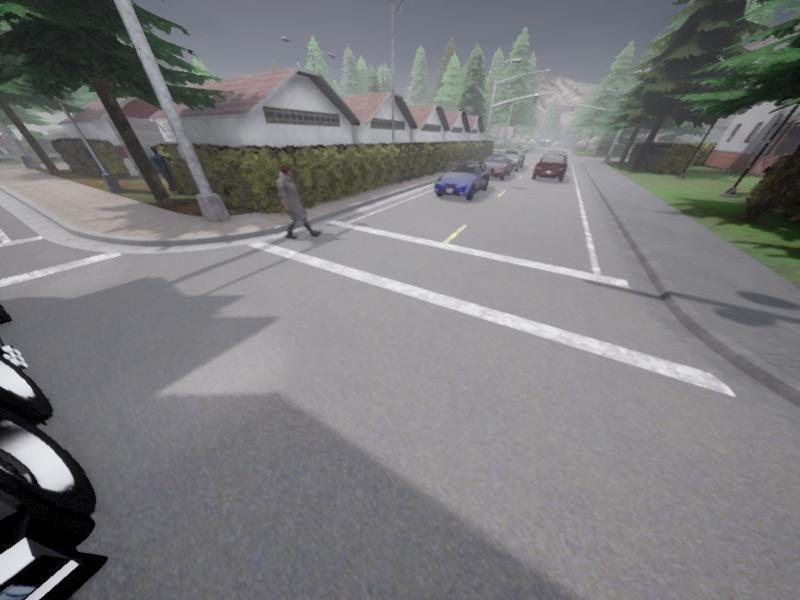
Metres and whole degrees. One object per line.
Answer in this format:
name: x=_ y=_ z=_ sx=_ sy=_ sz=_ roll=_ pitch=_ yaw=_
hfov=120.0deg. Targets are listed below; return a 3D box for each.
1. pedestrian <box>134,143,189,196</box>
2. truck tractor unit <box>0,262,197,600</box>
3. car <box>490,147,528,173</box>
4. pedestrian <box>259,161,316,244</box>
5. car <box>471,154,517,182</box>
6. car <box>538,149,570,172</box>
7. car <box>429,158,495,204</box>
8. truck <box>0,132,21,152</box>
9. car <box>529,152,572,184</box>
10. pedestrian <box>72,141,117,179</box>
pedestrian: x=-10.101 y=-5.553 z=9.857 sx=0.751 sy=1.860 sz=0.751 roll=19 pitch=39 yaw=24
truck tractor unit: x=-5.112 y=-0.300 z=0.785 sx=6.516 sy=4.208 sz=3.053 roll=18 pitch=39 yaw=24
car: x=10.085 y=-12.939 z=21.200 sx=2.152 sy=1.651 sz=5.027 roll=19 pitch=39 yaw=24
pedestrian: x=-2.820 y=-2.502 z=6.015 sx=0.751 sy=1.860 sz=0.751 roll=-3 pitch=35 yaw=-5
car: x=6.918 y=-9.694 z=16.788 sx=1.994 sy=1.385 sz=4.181 roll=19 pitch=39 yaw=25
car: x=14.540 y=-13.235 z=21.754 sx=1.882 sy=1.535 sz=5.008 roll=19 pitch=39 yaw=24
car: x=3.240 y=-6.140 z=11.621 sx=1.816 sy=1.474 sz=4.193 roll=19 pitch=39 yaw=24
truck: x=-62.249 y=-23.515 z=34.410 sx=2.627 sy=2.467 sz=5.204 roll=19 pitch=39 yaw=24
car: x=10.809 y=-9.580 z=16.536 sx=1.882 sy=1.535 sz=5.008 roll=19 pitch=39 yaw=24
pedestrian: x=-18.110 y=-8.314 z=13.726 sx=0.751 sy=1.860 sz=0.751 roll=20 pitch=40 yaw=26
